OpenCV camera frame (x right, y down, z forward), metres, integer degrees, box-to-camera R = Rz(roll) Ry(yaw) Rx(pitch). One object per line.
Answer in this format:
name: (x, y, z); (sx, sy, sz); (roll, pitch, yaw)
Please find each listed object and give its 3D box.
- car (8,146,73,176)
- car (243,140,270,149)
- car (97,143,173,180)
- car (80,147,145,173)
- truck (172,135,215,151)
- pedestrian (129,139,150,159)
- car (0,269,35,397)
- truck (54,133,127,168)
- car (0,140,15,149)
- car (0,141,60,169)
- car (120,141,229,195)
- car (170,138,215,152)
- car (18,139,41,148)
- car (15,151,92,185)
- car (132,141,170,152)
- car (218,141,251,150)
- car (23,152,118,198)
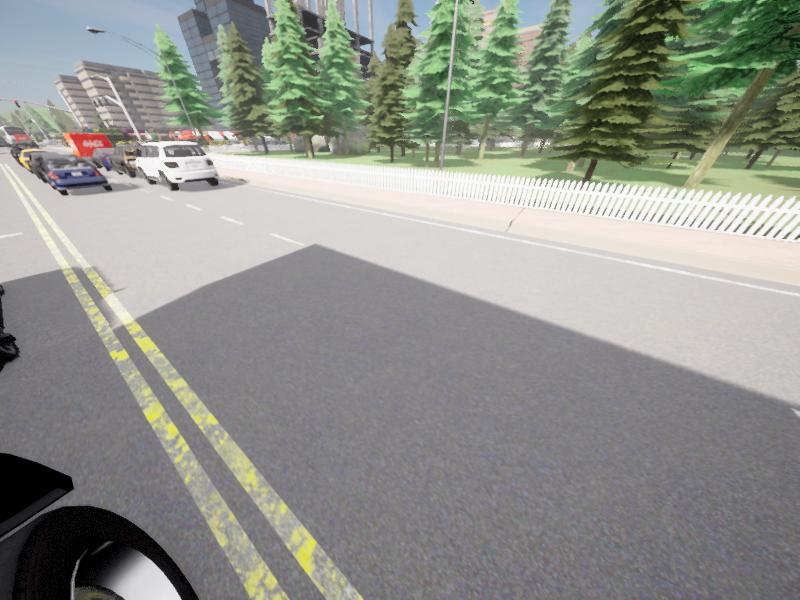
car: (-27.021, -10.529, 17.350); (5.366, 1.575, 1.801); (22, 40, 27)
car: (-33.881, -36.942, 54.793); (2.033, 1.649, 4.856); (21, 40, 26)
car: (-18.109, -9.568, 15.782); (4.605, 1.855, 1.932); (22, 40, 27)
car: (-23.507, -11.537, 18.891); (4.792, 1.488, 2.163); (22, 40, 27)
truck: (-40.805, -31.117, 45.765); (2.627, 2.467, 5.204); (20, 39, 26)
pedestrian: (-29.630, -17.213, 26.284); (0.751, 1.860, 0.751); (22, 41, 28)
car: (-6.229, 0.158, 2.380); (3.806, 1.475, 1.970); (22, 40, 27)
truck: (-28.776, -14.023, 21.532); (5.204, 2.467, 2.627); (22, 40, 27)
car: (-86.418, -33.933, 50.355); (4.514, 1.525, 2.007); (22, 40, 27)
car: (-32.842, -12.950, 20.496); (4.605, 1.855, 1.932); (22, 40, 27)
car: (-12.117, -7.271, 12.407); (5.566, 2.045, 2.150); (21, 40, 27)
car: (-38.712, -29.092, 43.258); (2.150, 2.045, 5.566); (20, 40, 26)
car: (-84.866, -35.834, 52.904); (5.238, 1.638, 1.930); (22, 40, 27)
car: (-21.250, -8.206, 14.176); (4.193, 1.474, 1.816); (22, 40, 27)
car: (-44.548, -27.519, 41.368); (1.851, 1.617, 3.988); (22, 41, 28)
car: (-34.674, -32.472, 48.536); (2.038, 1.542, 4.974); (21, 40, 26)
car: (-16.026, -6.177, 11.256); (3.705, 1.549, 1.789); (22, 40, 27)
